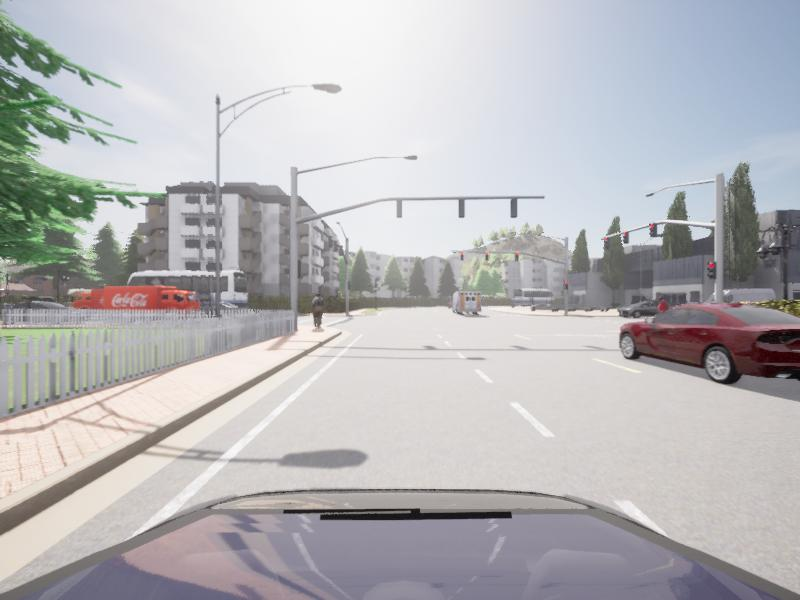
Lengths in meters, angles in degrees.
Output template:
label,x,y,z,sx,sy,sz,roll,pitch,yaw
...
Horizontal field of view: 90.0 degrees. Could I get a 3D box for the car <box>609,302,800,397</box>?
label,x,y,z,sx,sy,sz,roll,pitch,yaw
car,6.997,0.826,9.064,1.882,1.535,5.008,0,0,0

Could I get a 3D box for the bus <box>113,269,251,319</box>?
label,x,y,z,sx,sy,sz,roll,pitch,yaw
bus,-19.363,-0.523,36.113,10.273,4.253,3.944,0,0,1

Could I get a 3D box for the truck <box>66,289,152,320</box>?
label,x,y,z,sx,sy,sz,roll,pitch,yaw
truck,-23.770,0.367,32.840,5.204,2.467,2.627,0,0,2

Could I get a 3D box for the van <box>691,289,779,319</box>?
label,x,y,z,sx,sy,sz,roll,pitch,yaw
van,29.221,0.333,35.023,5.915,2.561,1.988,0,0,1

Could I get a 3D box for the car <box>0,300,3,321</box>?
label,x,y,z,sx,sy,sz,roll,pitch,yaw
car,-32.897,0.790,29.570,5.027,1.651,2.152,0,0,1

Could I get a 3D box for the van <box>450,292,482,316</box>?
label,x,y,z,sx,sy,sz,roll,pitch,yaw
van,7.156,0.391,43.882,2.351,2.431,6.366,0,0,-1

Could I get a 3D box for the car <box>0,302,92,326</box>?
label,x,y,z,sx,sy,sz,roll,pitch,yaw
car,-23.039,0.853,25.821,4.892,1.490,1.837,0,0,1

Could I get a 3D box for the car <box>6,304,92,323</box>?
label,x,y,z,sx,sy,sz,roll,pitch,yaw
car,-25.686,0.953,29.390,4.718,1.301,1.895,0,0,1

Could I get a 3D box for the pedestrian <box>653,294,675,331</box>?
label,x,y,z,sx,sy,sz,roll,pitch,yaw
pedestrian,13.529,0.644,20.552,0.751,1.860,0.751,0,0,16

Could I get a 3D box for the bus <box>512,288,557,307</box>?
label,x,y,z,sx,sy,sz,roll,pitch,yaw
bus,32.067,-0.510,95.284,10.273,4.253,3.944,0,0,-23

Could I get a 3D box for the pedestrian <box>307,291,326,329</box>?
label,x,y,z,sx,sy,sz,roll,pitch,yaw
pedestrian,-4.139,0.491,19.864,0.751,1.860,0.751,0,0,-27

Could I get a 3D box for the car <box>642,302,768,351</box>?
label,x,y,z,sx,sy,sz,roll,pitch,yaw
car,10.596,0.831,14.292,1.845,1.501,3.633,0,0,3

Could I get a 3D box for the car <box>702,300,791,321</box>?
label,x,y,z,sx,sy,sz,roll,pitch,yaw
car,27.174,0.811,31.535,5.366,1.575,1.801,0,0,2

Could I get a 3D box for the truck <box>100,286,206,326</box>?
label,x,y,z,sx,sy,sz,roll,pitch,yaw
truck,-15.684,0.365,25.639,5.204,2.467,2.627,0,0,2

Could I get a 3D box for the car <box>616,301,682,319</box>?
label,x,y,z,sx,sy,sz,roll,pitch,yaw
car,21.815,0.839,35.176,4.514,1.525,2.007,0,0,2

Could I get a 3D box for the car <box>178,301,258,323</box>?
label,x,y,z,sx,sy,sz,roll,pitch,yaw
car,-13.139,0.845,29.076,4.902,1.511,2.128,0,0,2

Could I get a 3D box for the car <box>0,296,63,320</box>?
label,x,y,z,sx,sy,sz,roll,pitch,yaw
car,-30.538,0.656,33.011,3.866,1.878,1.905,0,0,2
